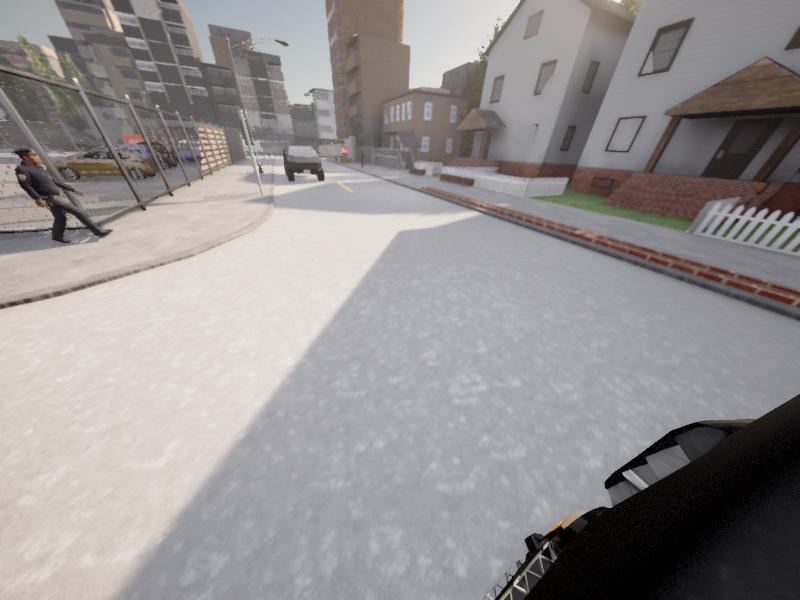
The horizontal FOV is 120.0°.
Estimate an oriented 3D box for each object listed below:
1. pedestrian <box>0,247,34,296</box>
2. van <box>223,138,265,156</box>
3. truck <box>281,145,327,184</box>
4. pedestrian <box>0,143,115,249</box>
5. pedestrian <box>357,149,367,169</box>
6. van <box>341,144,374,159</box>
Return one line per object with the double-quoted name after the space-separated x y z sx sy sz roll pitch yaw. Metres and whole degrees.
-6.324 -0.851 2.941 0.751 1.860 0.751 -1 33 -5 "pedestrian"
-29.395 -28.916 43.756 5.915 2.561 1.988 -10 35 -18 "van"
-7.314 -10.282 17.253 2.390 2.098 6.274 -12 36 -21 "truck"
-7.257 -2.140 4.842 0.751 1.860 0.751 -15 37 -25 "pedestrian"
-4.253 -15.757 25.778 0.751 1.860 0.751 -24 41 -34 "pedestrian"
-8.934 -31.332 48.902 6.366 2.431 2.351 -12 36 -21 "van"
